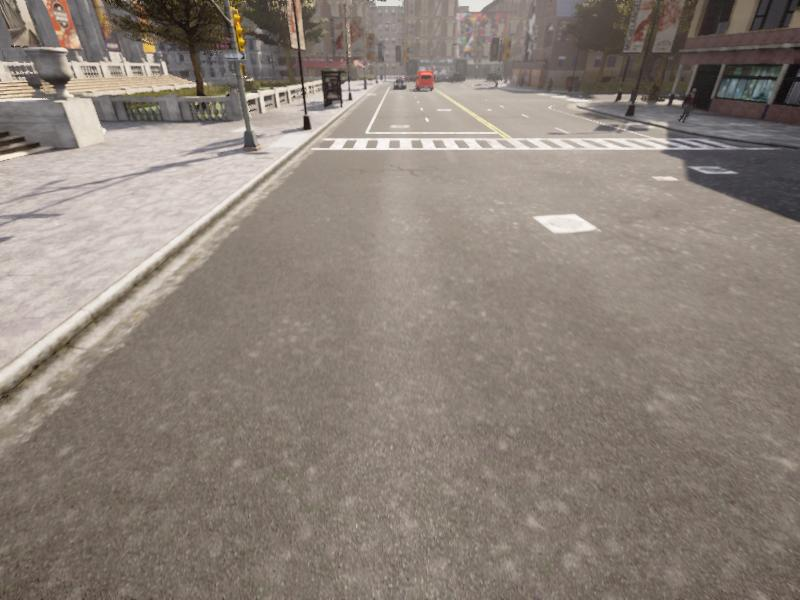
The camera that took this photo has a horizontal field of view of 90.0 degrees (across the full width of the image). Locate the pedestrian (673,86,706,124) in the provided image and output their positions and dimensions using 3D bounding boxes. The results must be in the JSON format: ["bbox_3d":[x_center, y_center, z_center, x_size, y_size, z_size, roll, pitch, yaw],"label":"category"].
[{"bbox_3d":[16.279,-10.977,22.544,0.751,1.860,0.751,3,30,5],"label":"pedestrian"}]

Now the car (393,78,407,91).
[{"bbox_3d":[0.005,-31.615,58.602,1.970,1.475,3.806,0,30,0],"label":"car"}]

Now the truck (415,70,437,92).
[{"bbox_3d":[3.505,-30.491,55.595,2.627,2.467,5.204,0,31,0],"label":"truck"}]

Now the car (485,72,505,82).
[{"bbox_3d":[21.251,-49.891,89.334,1.932,1.855,4.605,25,39,36],"label":"car"}]

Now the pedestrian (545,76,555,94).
[{"bbox_3d":[18.587,-26.658,49.625,0.751,1.860,0.751,1,30,1],"label":"pedestrian"}]

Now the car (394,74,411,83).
[{"bbox_3d":[0.608,-45.399,82.079,2.002,1.452,4.674,10,32,17],"label":"car"}]

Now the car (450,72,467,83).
[{"bbox_3d":[12.277,-46.370,83.322,1.932,1.855,4.605,15,33,23],"label":"car"}]
